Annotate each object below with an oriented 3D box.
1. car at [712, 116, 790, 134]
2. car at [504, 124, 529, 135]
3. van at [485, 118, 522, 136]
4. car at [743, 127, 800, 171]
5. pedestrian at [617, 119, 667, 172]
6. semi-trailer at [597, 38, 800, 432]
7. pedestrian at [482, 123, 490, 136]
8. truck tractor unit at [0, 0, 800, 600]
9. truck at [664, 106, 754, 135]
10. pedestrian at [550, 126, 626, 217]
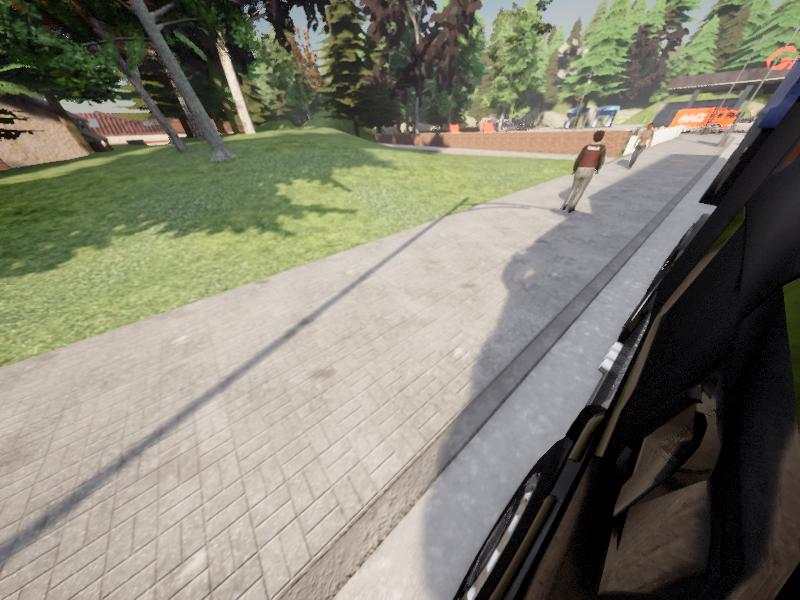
[{"bbox_3d":[39.877,-20.049,26.491,1.812,1.442,4.674,-3,37,-1],"label":"car"},{"bbox_3d":[22.979,-33.787,45.750,1.789,1.549,3.705,-28,43,-29],"label":"car"},{"bbox_3d":[19.469,-32.853,43.931,1.988,2.561,5.915,-28,43,-29],"label":"van"},{"bbox_3d":[18.424,-7.193,10.867,4.181,1.385,1.994,-28,44,-29],"label":"car"},{"bbox_3d":[10.707,-6.842,10.286,0.751,1.860,0.751,-28,44,-30],"label":"pedestrian"},{"bbox_3d":[8.717,-3.602,4.195,14.254,4.402,2.717,-28,44,-29],"label":"semi-trailer"},{"bbox_3d":[15.542,-30.672,41.640,0.751,1.860,0.751,-22,41,-23],"label":"pedestrian"},{"bbox_3d":[2.645,-0.295,0.352,6.516,4.208,3.053,-28,44,-30],"label":"truck tractor unit"},{"bbox_3d":[35.537,-20.766,26.881,2.627,2.467,5.204,-17,39,-20],"label":"truck"},{"bbox_3d":[4.674,-3.216,5.862,0.751,1.860,0.751,-31,45,-32],"label":"pedestrian"}]
